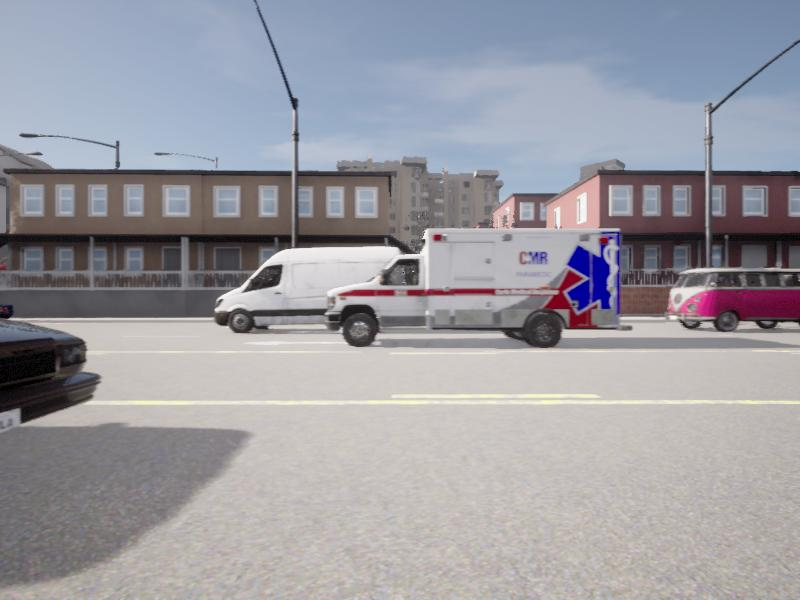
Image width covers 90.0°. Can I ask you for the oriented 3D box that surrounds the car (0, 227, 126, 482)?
[{"bbox_3d":[-4.889,0.301,2.203,5.357,1.411,2.033,0,0,0],"label":"car"}]

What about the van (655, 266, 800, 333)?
[{"bbox_3d":[10.881,-0.012,12.686,4.442,1.987,1.775,0,0,0],"label":"van"}]

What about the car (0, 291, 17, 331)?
[{"bbox_3d":[-15.313,0.363,12.597,4.718,1.301,1.895,0,0,1],"label":"car"}]

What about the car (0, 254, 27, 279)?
[{"bbox_3d":[-34.653,-2.636,33.715,2.007,1.525,4.514,0,19,-1],"label":"car"}]

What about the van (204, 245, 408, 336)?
[{"bbox_3d":[-2.739,-0.277,12.669,5.915,2.561,1.988,-1,0,0],"label":"van"}]

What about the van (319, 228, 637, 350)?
[{"bbox_3d":[1.563,-0.223,9.202,6.366,2.431,2.351,0,0,0],"label":"van"}]
